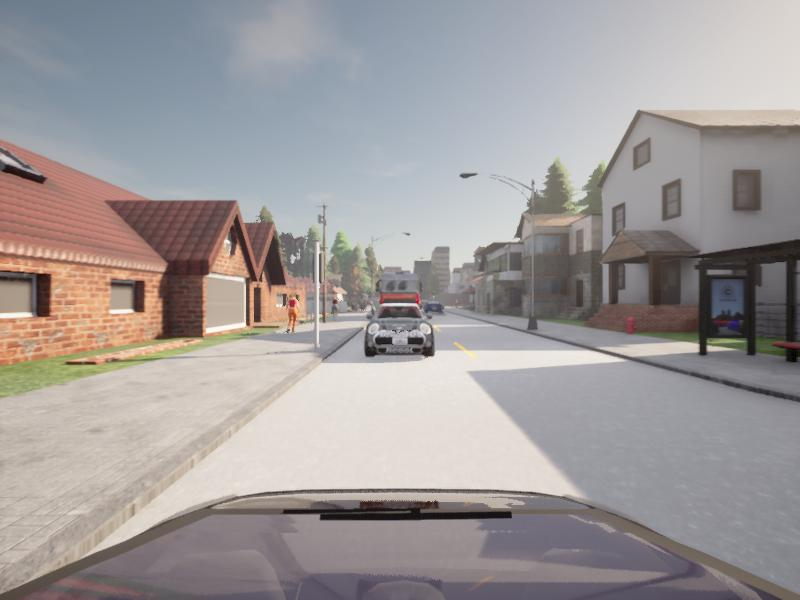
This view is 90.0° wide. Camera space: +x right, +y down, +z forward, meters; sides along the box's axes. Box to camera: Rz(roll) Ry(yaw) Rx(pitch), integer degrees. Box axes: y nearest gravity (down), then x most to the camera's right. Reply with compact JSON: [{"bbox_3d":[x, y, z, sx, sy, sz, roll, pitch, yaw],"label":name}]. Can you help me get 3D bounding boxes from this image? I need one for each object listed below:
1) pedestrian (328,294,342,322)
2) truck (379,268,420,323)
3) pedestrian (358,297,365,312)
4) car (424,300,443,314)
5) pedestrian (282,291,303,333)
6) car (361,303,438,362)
[{"bbox_3d":[-4.370,0.528,26.790,0.751,1.860,0.751,0,0,-21],"label":"pedestrian"},{"bbox_3d":[-0.030,-0.326,32.291,2.891,3.827,8.468,0,0,0],"label":"truck"},{"bbox_3d":[-4.783,0.523,49.708,0.751,1.860,0.751,0,0,4],"label":"pedestrian"},{"bbox_3d":[3.958,0.813,48.474,1.882,1.535,5.008,0,0,0],"label":"car"},{"bbox_3d":[-4.783,0.529,17.866,0.751,1.860,0.751,0,0,1],"label":"pedestrian"},{"bbox_3d":[-0.015,0.851,12.122,1.970,1.475,3.806,0,0,0],"label":"car"}]
